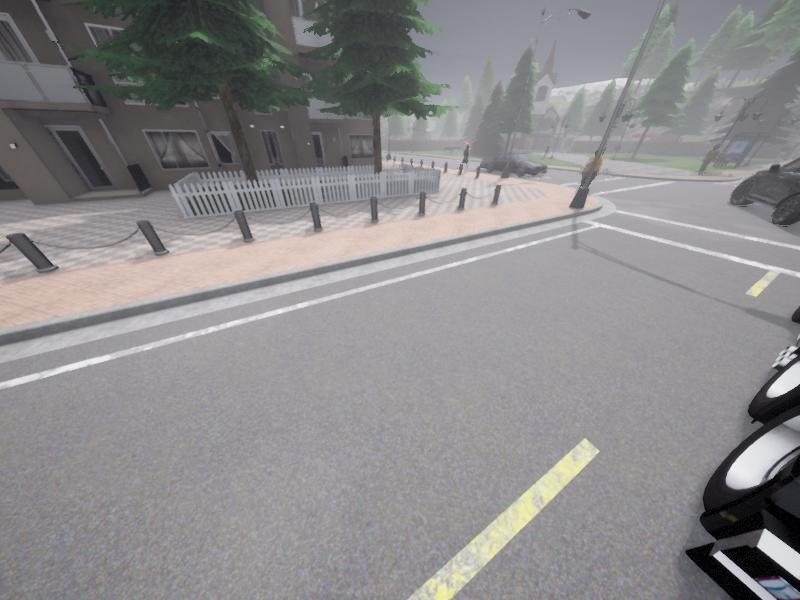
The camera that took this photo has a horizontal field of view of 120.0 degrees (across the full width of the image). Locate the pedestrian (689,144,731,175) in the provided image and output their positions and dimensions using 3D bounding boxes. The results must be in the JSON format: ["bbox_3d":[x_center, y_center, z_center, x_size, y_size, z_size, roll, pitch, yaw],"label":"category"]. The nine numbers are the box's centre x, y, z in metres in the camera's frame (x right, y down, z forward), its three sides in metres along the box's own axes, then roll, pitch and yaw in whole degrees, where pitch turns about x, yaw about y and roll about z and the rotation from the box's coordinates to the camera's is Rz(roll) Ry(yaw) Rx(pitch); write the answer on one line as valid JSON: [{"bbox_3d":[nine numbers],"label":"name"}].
[{"bbox_3d":[22.141,-10.046,16.549,0.751,1.860,0.751,-7,36,-11],"label":"pedestrian"}]

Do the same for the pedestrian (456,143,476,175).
[{"bbox_3d":[4.671,-9.963,16.366,0.751,1.860,0.751,-17,38,-23],"label":"pedestrian"}]

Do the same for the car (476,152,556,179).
[{"bbox_3d":[8.796,-10.725,18.205,2.033,1.411,5.357,-17,38,-23],"label":"car"}]

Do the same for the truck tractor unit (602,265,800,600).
[{"bbox_3d":[5.115,-0.295,0.784,6.516,4.208,3.053,-18,39,-24],"label":"truck tractor unit"}]

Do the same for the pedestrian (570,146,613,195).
[{"bbox_3d":[8.803,-5.978,10.674,0.751,1.860,0.751,-26,43,-32],"label":"pedestrian"}]

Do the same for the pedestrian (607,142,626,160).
[{"bbox_3d":[26.865,-18.487,28.698,0.751,1.860,0.751,9,36,12],"label":"pedestrian"}]

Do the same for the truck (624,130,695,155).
[{"bbox_3d":[52.945,-32.438,47.575,2.891,3.827,8.468,-20,40,-27],"label":"truck"}]

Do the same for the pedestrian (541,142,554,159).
[{"bbox_3d":[20.008,-20.350,31.405,0.751,1.860,0.751,3,35,4],"label":"pedestrian"}]

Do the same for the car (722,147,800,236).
[{"bbox_3d":[14.078,-3.710,7.612,2.150,2.045,5.566,22,41,27],"label":"car"}]
